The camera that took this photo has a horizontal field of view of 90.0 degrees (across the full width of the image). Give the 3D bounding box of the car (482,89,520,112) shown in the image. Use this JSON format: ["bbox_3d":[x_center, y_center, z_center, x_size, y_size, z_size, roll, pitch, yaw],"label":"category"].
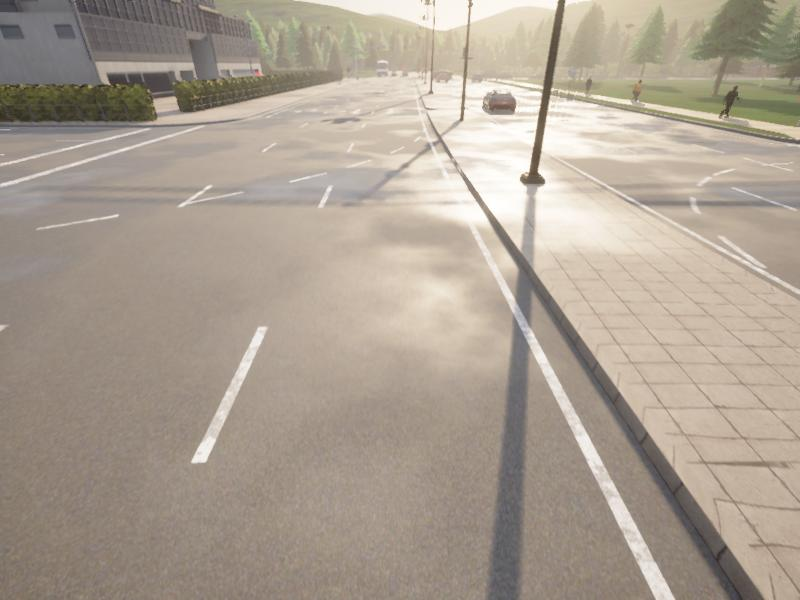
[{"bbox_3d":[7.805,-15.730,31.431,1.994,1.385,4.181,0,30,1],"label":"car"}]

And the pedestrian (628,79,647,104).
[{"bbox_3d":[20.186,-17.769,34.048,0.751,1.860,0.751,1,30,2],"label":"pedestrian"}]

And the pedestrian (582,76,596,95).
[{"bbox_3d":[20.617,-23.400,43.649,0.751,1.860,0.751,1,30,2],"label":"pedestrian"}]

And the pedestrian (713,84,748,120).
[{"bbox_3d":[19.716,-11.822,23.910,0.751,1.860,0.751,2,30,3],"label":"pedestrian"}]
